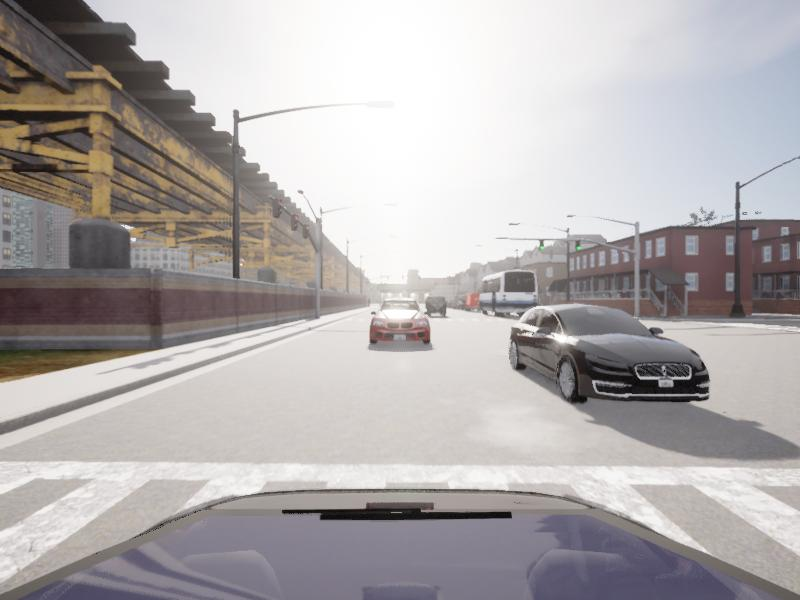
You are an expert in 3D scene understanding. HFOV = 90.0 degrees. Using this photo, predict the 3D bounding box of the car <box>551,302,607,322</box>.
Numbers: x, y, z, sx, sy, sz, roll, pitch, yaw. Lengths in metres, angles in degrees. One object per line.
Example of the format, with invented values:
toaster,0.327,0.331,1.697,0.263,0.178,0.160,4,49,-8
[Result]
car,14.001,0.901,31.709,2.033,1.411,5.357,0,0,0

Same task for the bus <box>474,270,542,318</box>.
bus,10.378,-0.525,40.047,3.944,4.253,10.273,0,0,0

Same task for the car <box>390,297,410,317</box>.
car,-0.004,0.654,39.154,1.905,1.878,3.866,0,0,0

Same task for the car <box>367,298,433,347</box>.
car,0.000,0.760,15.865,2.242,1.667,4.611,0,0,0

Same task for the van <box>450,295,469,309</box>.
van,10.500,0.392,70.944,2.351,2.431,6.366,0,0,0

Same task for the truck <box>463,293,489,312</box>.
truck,10.499,0.365,55.749,2.627,2.467,5.204,0,0,0

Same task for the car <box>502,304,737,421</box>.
car,3.499,0.847,7.697,1.837,1.490,4.892,0,0,0

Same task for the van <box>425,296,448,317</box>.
van,3.499,0.606,38.970,1.775,1.987,4.442,0,0,0
